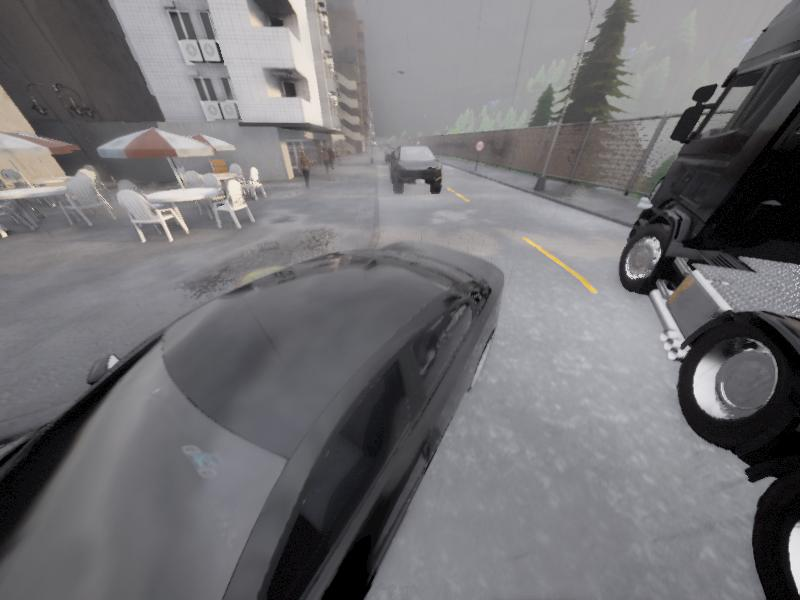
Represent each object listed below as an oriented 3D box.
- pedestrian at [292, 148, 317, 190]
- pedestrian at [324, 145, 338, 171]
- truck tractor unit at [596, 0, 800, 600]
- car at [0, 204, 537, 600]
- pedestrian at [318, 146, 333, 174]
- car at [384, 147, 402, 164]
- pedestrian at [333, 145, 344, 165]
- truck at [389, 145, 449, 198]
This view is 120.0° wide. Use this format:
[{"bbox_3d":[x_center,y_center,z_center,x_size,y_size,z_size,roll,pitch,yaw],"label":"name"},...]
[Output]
[{"bbox_3d":[-5.033,-6.938,12.269,0.751,1.860,0.751,-7,35,-10],"label":"pedestrian"},{"bbox_3d":[-6.091,-12.572,20.472,0.751,1.860,0.751,-4,35,-6],"label":"pedestrian"},{"bbox_3d":[4.396,-0.704,1.373,3.053,4.208,6.516,18,39,24],"label":"truck tractor unit"},{"bbox_3d":[-0.697,0.705,1.678,1.882,1.535,5.008,22,40,27],"label":"car"},{"bbox_3d":[-5.879,-11.068,18.298,0.751,1.860,0.751,-6,35,-8],"label":"pedestrian"},{"bbox_3d":[-0.953,-18.675,29.761,1.930,1.638,5.238,-3,34,-4],"label":"car"},{"bbox_3d":[-6.974,-16.506,26.251,0.751,1.860,0.751,-13,37,-18],"label":"pedestrian"},{"bbox_3d":[0.717,-7.649,13.331,2.390,2.098,6.274,-3,35,-4],"label":"truck"}]
